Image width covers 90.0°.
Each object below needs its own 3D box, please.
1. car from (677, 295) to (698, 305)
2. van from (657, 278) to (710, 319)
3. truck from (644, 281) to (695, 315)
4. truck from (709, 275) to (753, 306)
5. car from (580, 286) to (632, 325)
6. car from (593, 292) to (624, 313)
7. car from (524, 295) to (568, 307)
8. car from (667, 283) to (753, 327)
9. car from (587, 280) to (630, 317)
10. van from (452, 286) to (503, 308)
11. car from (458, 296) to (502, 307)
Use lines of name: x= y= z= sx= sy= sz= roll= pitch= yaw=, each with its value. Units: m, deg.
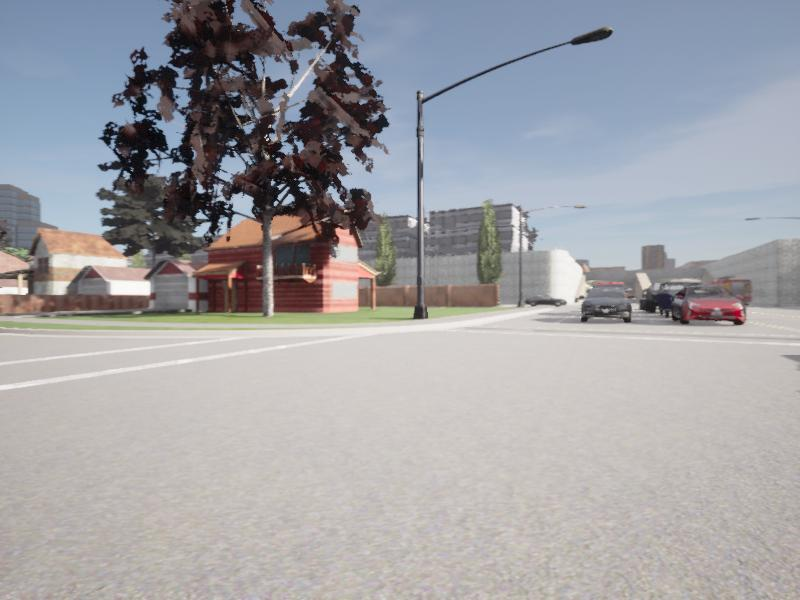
car: x=44.615 y=-0.013 z=62.153 sx=1.882 sy=1.535 sz=5.008 roll=0 pitch=0 yaw=28
van: x=15.144 y=-0.071 z=21.577 sx=1.775 sy=1.987 sz=4.442 roll=0 pitch=0 yaw=28
truck: x=18.683 y=-0.148 z=28.048 sx=2.390 sy=2.098 sz=6.274 roll=0 pitch=0 yaw=29
truck: x=43.946 y=-1.150 z=53.430 sx=2.891 sy=3.827 sz=8.468 roll=0 pitch=0 yaw=28
car: x=9.292 y=0.206 z=18.019 sx=1.837 sy=1.490 sz=4.892 roll=0 pitch=0 yaw=28
car: x=16.001 y=0.175 z=30.757 sx=1.970 sy=1.475 sz=3.806 roll=0 pitch=0 yaw=27
car: x=18.094 y=0.139 z=49.572 sx=4.902 sy=1.511 sz=2.128 roll=0 pitch=0 yaw=28
car: x=12.270 y=0.176 z=16.161 sx=2.007 sy=1.525 sz=4.514 roll=0 pitch=0 yaw=28
car: x=12.917 y=-0.092 z=24.756 sx=2.150 sy=2.045 sz=5.566 roll=0 pitch=0 yaw=28
van: x=9.647 y=-0.332 z=50.033 sx=5.915 sy=2.561 sz=1.988 roll=0 pitch=0 yaw=27
car: x=10.659 y=0.233 z=53.457 sx=5.357 sy=1.411 sz=2.033 roll=0 pitch=0 yaw=28
